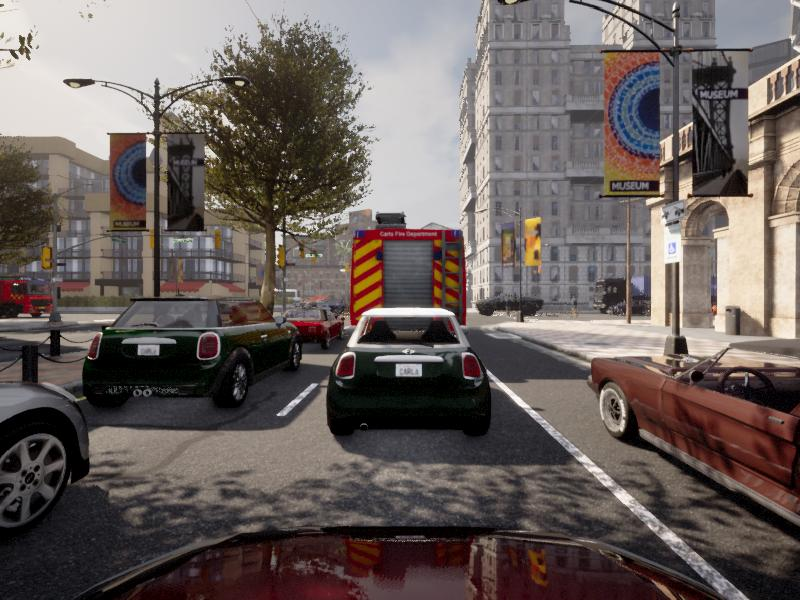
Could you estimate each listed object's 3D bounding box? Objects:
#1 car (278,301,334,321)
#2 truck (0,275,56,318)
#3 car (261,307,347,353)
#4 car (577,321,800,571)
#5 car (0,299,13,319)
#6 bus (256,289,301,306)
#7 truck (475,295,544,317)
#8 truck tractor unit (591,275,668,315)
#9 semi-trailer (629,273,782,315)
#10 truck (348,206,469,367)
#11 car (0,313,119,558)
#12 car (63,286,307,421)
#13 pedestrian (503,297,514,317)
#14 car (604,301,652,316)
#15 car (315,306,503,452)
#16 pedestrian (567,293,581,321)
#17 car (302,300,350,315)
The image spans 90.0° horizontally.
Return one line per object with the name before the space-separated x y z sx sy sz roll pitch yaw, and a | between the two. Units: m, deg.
car | -7.423 0.853 31.769 1.970 1.475 3.806 0 0 44
truck | -37.345 -0.320 37.063 8.468 3.827 2.891 0 0 1
car | -3.218 0.944 14.445 1.895 1.301 4.718 0 0 1
car | 3.308 0.938 3.058 1.895 1.301 4.718 0 0 1
car | -36.048 0.771 33.548 5.238 1.638 1.930 0 0 0
bus | -30.942 -0.539 102.441 10.273 4.253 3.944 0 0 2
truck | 10.823 0.543 39.892 6.274 2.098 2.390 0 0 1
truck tractor unit | 24.654 -0.521 43.194 6.516 4.208 3.053 0 0 1
semi-trailer | 32.564 -0.617 43.057 14.254 4.402 2.717 0 0 1
truck | 0.274 -0.321 13.781 2.891 3.827 8.468 0 0 1
car | -3.473 0.853 1.600 1.970 1.475 3.806 0 0 1
car | -3.355 0.694 7.527 2.097 1.767 4.553 0 0 1
pedestrian | 10.035 0.636 37.026 0.751 1.860 0.751 0 0 -26
car | 22.588 0.827 39.722 3.633 1.501 1.845 0 0 1
car | 0.119 0.853 6.110 1.970 1.475 3.806 0 0 1
pedestrian | 11.928 0.485 27.446 0.751 1.860 0.751 0 0 15
car | -8.031 0.777 43.655 4.856 1.649 2.033 0 0 1
